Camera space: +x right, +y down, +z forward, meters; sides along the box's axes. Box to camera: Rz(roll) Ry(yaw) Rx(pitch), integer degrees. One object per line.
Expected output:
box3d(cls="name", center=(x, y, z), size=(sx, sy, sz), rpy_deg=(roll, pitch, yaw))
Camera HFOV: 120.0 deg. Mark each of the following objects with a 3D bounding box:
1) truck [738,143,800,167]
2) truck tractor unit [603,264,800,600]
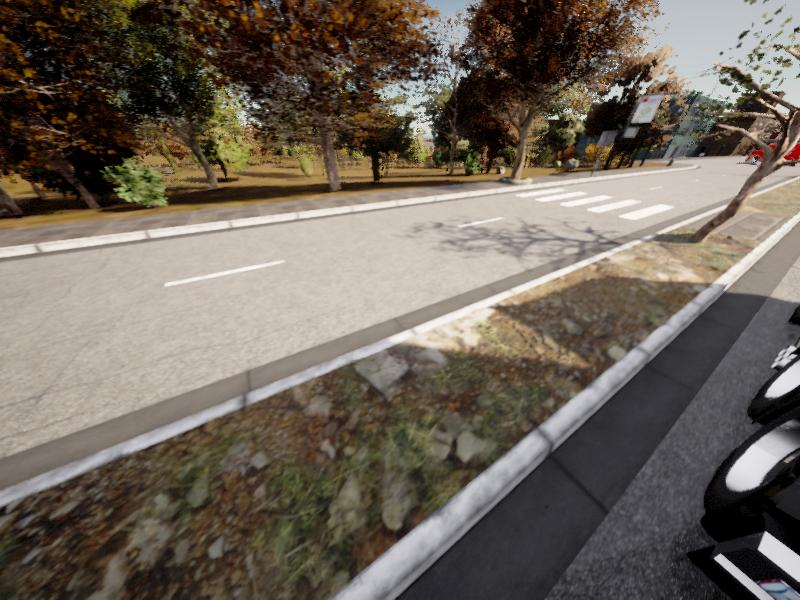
box3d(cls="truck", center=(51.829, -19.987, 31.711), size=(2.627, 2.467, 5.204), rpy_deg=(3, 35, 4))
box3d(cls="truck tractor unit", center=(5.108, -0.303, 0.791), size=(6.516, 4.208, 3.053), rpy_deg=(-18, 39, -24))
